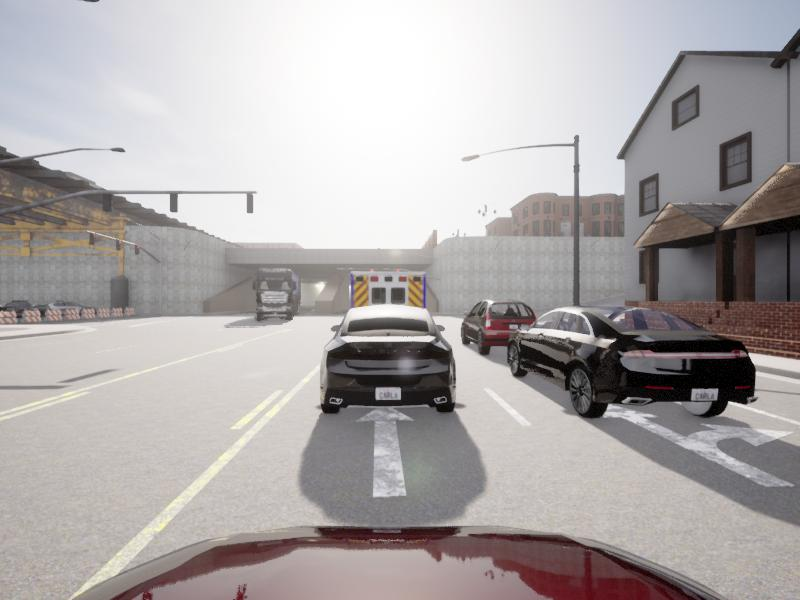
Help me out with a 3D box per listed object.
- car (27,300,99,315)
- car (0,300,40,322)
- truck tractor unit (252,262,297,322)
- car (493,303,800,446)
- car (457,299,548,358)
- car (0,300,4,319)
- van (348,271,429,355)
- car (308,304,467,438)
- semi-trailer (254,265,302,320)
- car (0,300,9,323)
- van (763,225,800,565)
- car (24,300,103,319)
[{"bbox_3d":[-30.092,0.638,35.903,1.853,1.218,4.536,0,0,27],"label":"car"},{"bbox_3d":[-29.116,0.796,30.609,2.038,1.542,4.974,0,0,-38],"label":"car"},{"bbox_3d":[-9.908,-0.521,31.485,3.053,4.208,6.516,0,0,-18],"label":"truck tractor unit"},{"bbox_3d":[3.293,0.836,6.852,2.128,1.511,4.902,0,0,-2],"label":"car"},{"bbox_3d":[3.116,0.788,13.044,1.851,1.617,3.988,0,0,-2],"label":"car"},{"bbox_3d":[-29.000,0.638,25.964,1.853,1.218,4.536,0,0,42],"label":"car"},{"bbox_3d":[-0.436,0.378,14.773,2.351,2.431,6.366,0,0,-2],"label":"van"},{"bbox_3d":[-0.209,0.844,7.073,1.837,1.490,4.892,0,0,-2],"label":"car"},{"bbox_3d":[-11.542,-0.621,39.211,2.717,4.402,14.254,0,0,-10],"label":"semi-trailer"},{"bbox_3d":[-28.966,0.796,26.003,2.038,1.542,4.974,0,0,42],"label":"car"},{"bbox_3d":[3.492,0.572,0.423,2.069,2.038,4.480,0,0,-2],"label":"van"},{"bbox_3d":[-30.069,0.796,35.949,2.038,1.542,4.974,0,0,27],"label":"car"}]
